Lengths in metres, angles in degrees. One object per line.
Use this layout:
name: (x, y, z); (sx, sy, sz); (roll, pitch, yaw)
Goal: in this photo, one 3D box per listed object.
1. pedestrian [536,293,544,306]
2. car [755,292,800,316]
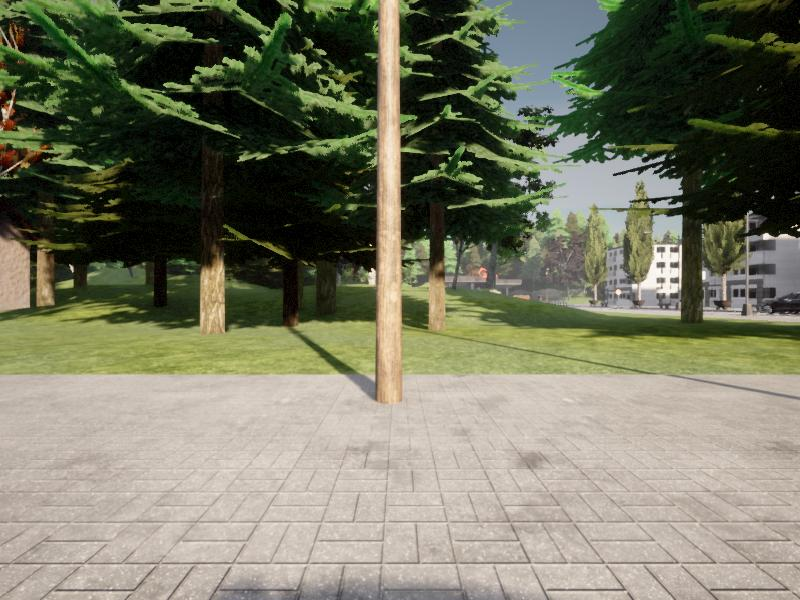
pedestrian: (18.988, -0.067, 54.217); (0.751, 1.860, 0.751); (0, 0, -36)
car: (25.598, 0.247, 25.330); (1.837, 1.490, 4.892); (0, 1, 0)
